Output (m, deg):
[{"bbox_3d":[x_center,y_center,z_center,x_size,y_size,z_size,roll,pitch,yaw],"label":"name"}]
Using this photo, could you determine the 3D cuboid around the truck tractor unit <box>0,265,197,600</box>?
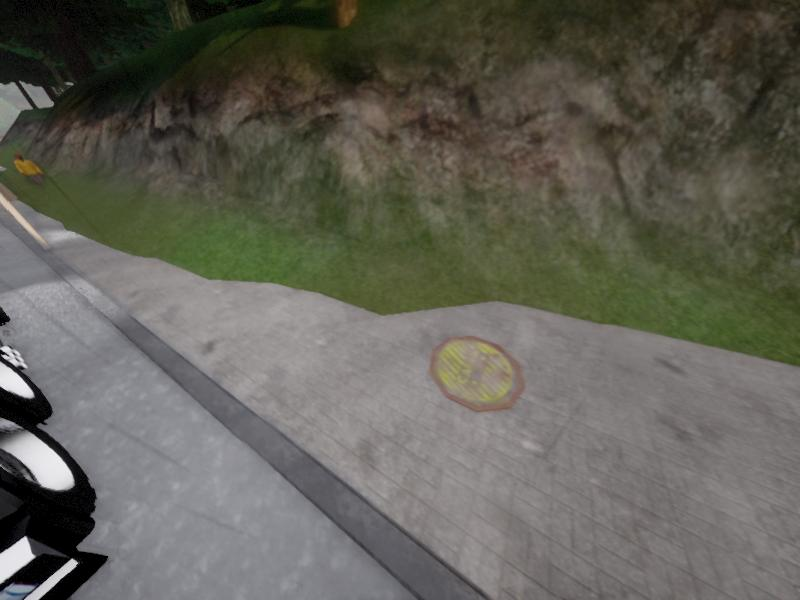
[{"bbox_3d":[-5.117,-0.293,0.784,6.516,4.208,3.053,18,39,24],"label":"truck tractor unit"}]

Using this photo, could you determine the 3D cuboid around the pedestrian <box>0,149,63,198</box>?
[{"bbox_3d":[-16.990,-5.851,10.700,0.751,1.860,0.751,23,41,30],"label":"pedestrian"}]
